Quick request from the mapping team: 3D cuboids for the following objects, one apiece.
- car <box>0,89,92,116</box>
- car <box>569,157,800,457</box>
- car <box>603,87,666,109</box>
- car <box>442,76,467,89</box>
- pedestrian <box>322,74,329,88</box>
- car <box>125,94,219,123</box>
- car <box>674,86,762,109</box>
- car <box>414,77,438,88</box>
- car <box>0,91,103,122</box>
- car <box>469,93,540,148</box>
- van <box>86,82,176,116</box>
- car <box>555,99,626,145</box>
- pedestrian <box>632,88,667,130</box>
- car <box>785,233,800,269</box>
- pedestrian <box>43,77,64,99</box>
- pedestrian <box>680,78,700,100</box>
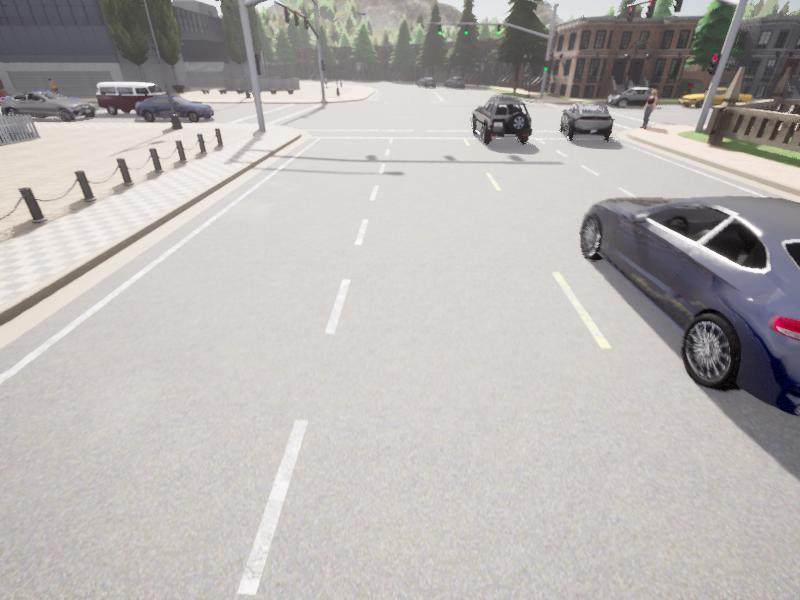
[{"bbox_3d":[-25.489,-14.146,28.640,5.008,1.535,1.882,1,30,1],"label":"car"},{"bbox_3d":[4.347,-0.554,5.343,2.152,1.651,5.027,1,30,2],"label":"car"},{"bbox_3d":[19.511,-16.923,33.485,3.806,1.475,1.970,1,30,1],"label":"car"},{"bbox_3d":[8.519,-34.215,62.980,2.242,1.667,4.611,-7,31,-12],"label":"car"},{"bbox_3d":[-11.193,-32.893,60.042,0.751,1.860,0.751,-2,30,-3],"label":"pedestrian"},{"bbox_3d":[-14.279,-12.128,25.292,4.674,1.442,1.812,2,30,3],"label":"car"},{"bbox_3d":[26.302,-16.856,33.273,5.366,1.575,1.801,1,30,2],"label":"car"},{"bbox_3d":[4.142,-35.532,65.286,2.163,1.488,4.792,-11,32,-17],"label":"car"},{"bbox_3d":[-22.462,-12.365,25.516,5.027,1.651,2.152,1,30,2],"label":"car"},{"bbox_3d":[4.640,-8.467,18.618,1.932,1.855,4.605,0,30,-1],"label":"car"},{"bbox_3d":[-18.898,-14.253,28.331,4.480,2.038,2.069,1,30,1],"label":"van"},{"bbox_3d":[9.099,-8.810,19.572,2.128,1.511,4.902,7,31,12],"label":"car"},{"bbox_3d":[12.834,-9.836,20.633,0.751,1.860,0.751,-10,32,-17],"label":"pedestrian"},{"bbox_3d":[7.819,-0.073,4.505,1.930,1.638,5.238,1,30,2],"label":"car"},{"bbox_3d":[-34.716,-21.242,40.096,0.751,1.860,0.751,-1,30,-2],"label":"pedestrian"},{"bbox_3d":[28.149,-20.475,38.834,0.751,1.860,0.751,-2,30,-3],"label":"pedestrian"}]
